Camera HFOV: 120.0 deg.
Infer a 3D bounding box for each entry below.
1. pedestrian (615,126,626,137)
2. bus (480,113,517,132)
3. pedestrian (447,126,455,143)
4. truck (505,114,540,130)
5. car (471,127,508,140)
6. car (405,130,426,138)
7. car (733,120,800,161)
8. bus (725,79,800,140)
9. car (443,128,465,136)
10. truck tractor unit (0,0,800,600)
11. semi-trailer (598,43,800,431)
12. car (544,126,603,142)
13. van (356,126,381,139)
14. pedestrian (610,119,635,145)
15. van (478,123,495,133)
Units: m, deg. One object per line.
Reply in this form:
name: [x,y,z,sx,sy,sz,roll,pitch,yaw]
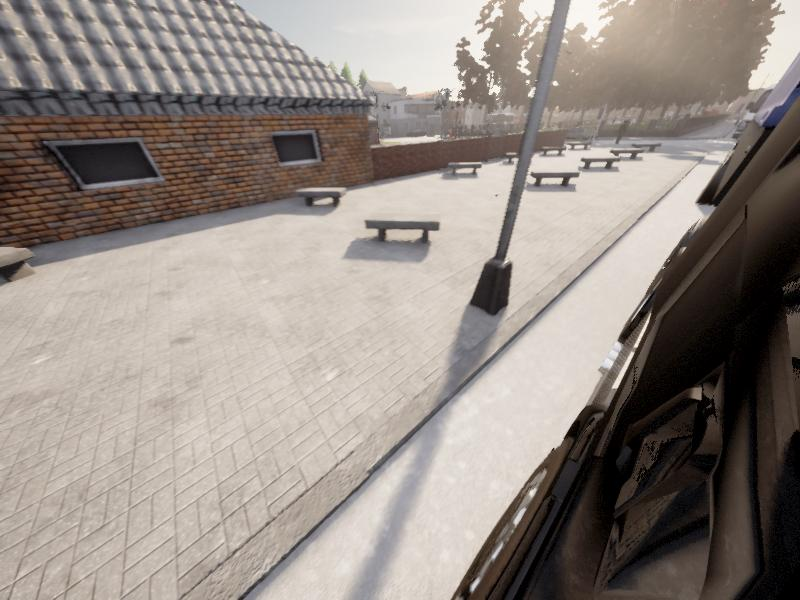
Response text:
pedestrian: [27.734,-21.136,29.049,0.500,1.100,0.500,-28,44,-30]
bus: [29.312,-52.791,68.652,10.273,4.253,3.944,-23,42,-26]
pedestrian: [7.096,-23.049,32.117,0.751,1.860,0.751,23,44,30]
truck: [38.438,-56.076,72.862,8.468,3.827,2.891,3,38,7]
car: [13.769,-25.865,35.970,1.882,1.535,5.008,-28,44,-30]
car: [3.670,-38.504,53.548,4.718,1.301,1.895,-26,43,-28]
car: [22.075,-9.501,13.629,4.611,1.667,2.242,-30,45,-31]
bus: [37.666,-18.948,23.170,10.273,4.253,3.944,-28,44,-30]
car: [12.965,-40.374,55.432,5.357,1.411,2.033,-27,43,-29]
truck tractor unit: [2.645,-0.295,0.351,6.516,4.208,3.053,-28,44,-30]
semi-trailer: [8.695,-3.599,4.243,14.254,4.402,2.717,-28,44,-30]
car: [21.279,-20.519,28.558,2.033,1.411,5.357,-27,43,-29]
van: [-7.482,-39.863,55.039,2.351,2.431,6.366,-29,45,-31]
pedestrian: [20.366,-15.411,21.199,0.751,1.860,0.751,-13,38,-14]
van: [23.020,-45.731,61.499,4.442,1.987,1.775,-30,45,-31]
